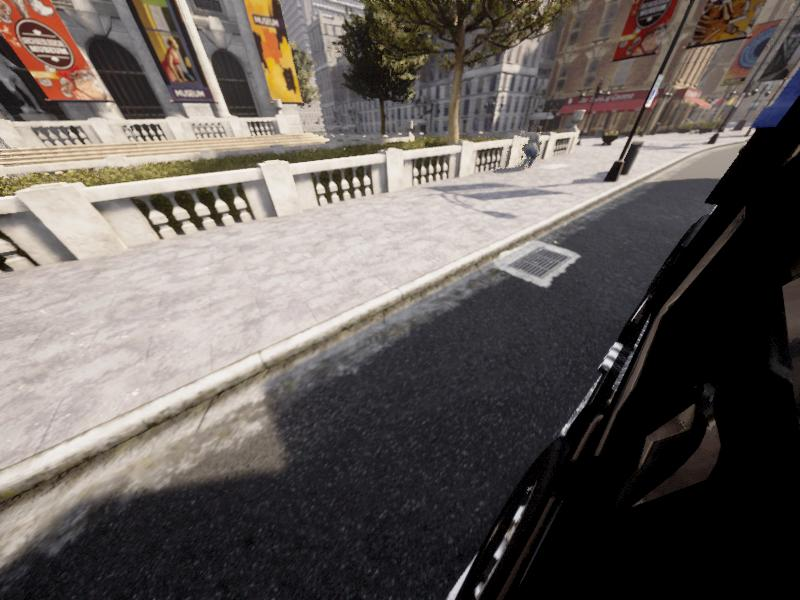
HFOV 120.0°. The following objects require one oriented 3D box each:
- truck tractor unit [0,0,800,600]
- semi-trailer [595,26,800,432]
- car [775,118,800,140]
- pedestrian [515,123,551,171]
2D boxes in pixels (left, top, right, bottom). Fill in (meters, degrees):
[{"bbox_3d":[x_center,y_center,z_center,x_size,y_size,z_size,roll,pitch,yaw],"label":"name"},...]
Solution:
[{"bbox_3d":[2.645,-0.295,0.351,6.516,4.208,3.053,-28,44,-30],"label":"truck tractor unit"},{"bbox_3d":[8.826,-3.519,4.091,14.254,4.402,2.717,-27,43,-28],"label":"semi-trailer"},{"bbox_3d":[36.243,-14.993,20.104,4.674,1.452,2.002,-13,38,-13],"label":"car"},{"bbox_3d":[6.464,-7.435,11.293,0.751,1.860,0.751,-20,40,-21],"label":"pedestrian"}]
